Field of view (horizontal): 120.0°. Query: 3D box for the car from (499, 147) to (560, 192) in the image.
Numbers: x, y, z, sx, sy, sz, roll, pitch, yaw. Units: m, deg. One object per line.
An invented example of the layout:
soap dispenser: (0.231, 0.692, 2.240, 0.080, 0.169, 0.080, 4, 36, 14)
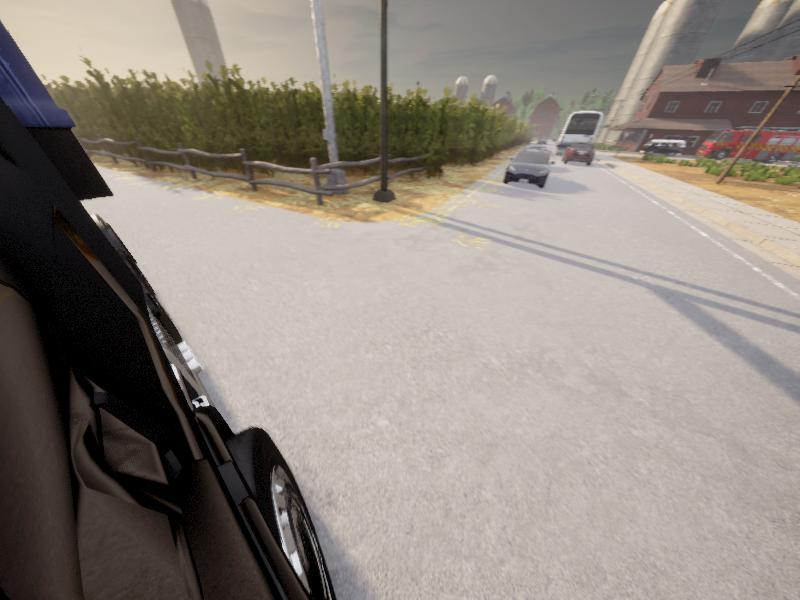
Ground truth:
car: (7.066, -7.267, 12.542, 2.163, 1.488, 4.792, 19, 40, 21)

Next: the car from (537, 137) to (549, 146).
car: (34.089, -37.959, 55.149, 2.038, 1.542, 4.974, 18, 39, 19)

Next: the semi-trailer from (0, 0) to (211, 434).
semi-trailer: (-9.357, -3.037, 3.465, 14.254, 4.402, 2.717, 20, 40, 22)

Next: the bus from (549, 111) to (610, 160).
bus: (22.022, -20.611, 28.961, 3.944, 4.253, 10.273, 21, 41, 23)

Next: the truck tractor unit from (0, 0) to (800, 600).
truck tractor unit: (-2.645, -0.295, 0.351, 6.516, 4.208, 3.053, 28, 44, 30)

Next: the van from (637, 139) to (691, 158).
van: (39.301, -22.735, 34.608, 4.480, 2.038, 2.069, 18, 40, 20)

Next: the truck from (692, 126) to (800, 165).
truck: (47.157, -20.910, 31.126, 8.468, 3.827, 2.891, 18, 39, 20)

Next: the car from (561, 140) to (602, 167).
car: (16.824, -13.864, 21.677, 2.097, 1.767, 4.553, 19, 40, 20)

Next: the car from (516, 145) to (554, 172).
car: (10.571, -11.179, 18.076, 1.994, 1.385, 4.181, 19, 40, 20)
